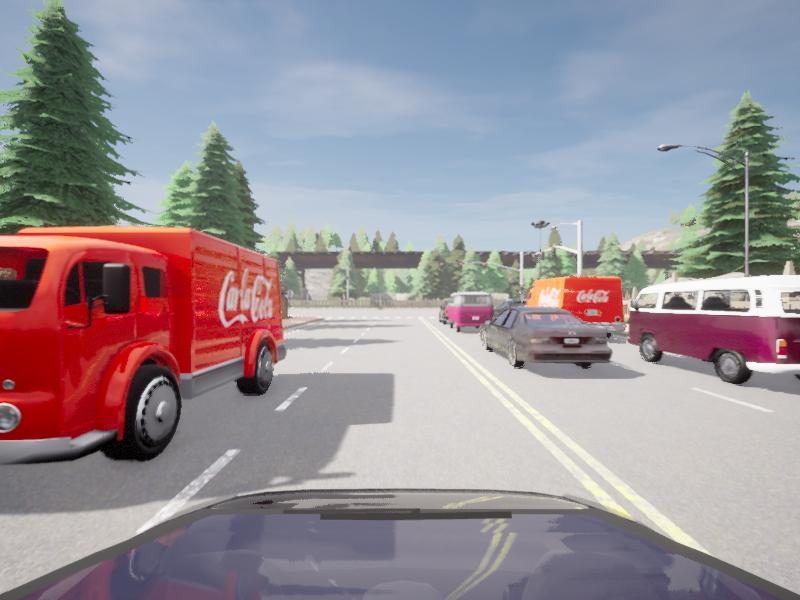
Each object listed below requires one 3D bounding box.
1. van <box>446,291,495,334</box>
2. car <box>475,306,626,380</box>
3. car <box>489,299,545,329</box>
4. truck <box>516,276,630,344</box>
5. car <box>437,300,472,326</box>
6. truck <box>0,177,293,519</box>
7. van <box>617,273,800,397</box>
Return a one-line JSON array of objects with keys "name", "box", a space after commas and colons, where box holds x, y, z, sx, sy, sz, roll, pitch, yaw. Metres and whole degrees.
[{"name": "van", "box": [3.538, 0.590, 20.815, 1.775, 1.987, 4.442, 0, 0, 0]}, {"name": "car", "box": [3.522, 0.890, 10.699, 2.033, 1.411, 5.357, 0, 0, 0]}, {"name": "car", "box": [7.044, 0.768, 24.625, 2.033, 1.649, 4.856, 0, 0, 0]}, {"name": "truck", "box": [7.035, 0.350, 17.124, 2.627, 2.467, 5.204, 0, 0, 0]}, {"name": "car", "box": [3.548, 0.804, 26.578, 1.789, 1.549, 3.705, 0, 0, 0]}, {"name": "truck", "box": [-3.488, 0.358, 5.492, 2.627, 2.467, 5.204, 0, 0, 0]}, {"name": "van", "box": [7.017, 0.569, 8.791, 2.069, 2.038, 4.480, 0, 0, 0]}]
